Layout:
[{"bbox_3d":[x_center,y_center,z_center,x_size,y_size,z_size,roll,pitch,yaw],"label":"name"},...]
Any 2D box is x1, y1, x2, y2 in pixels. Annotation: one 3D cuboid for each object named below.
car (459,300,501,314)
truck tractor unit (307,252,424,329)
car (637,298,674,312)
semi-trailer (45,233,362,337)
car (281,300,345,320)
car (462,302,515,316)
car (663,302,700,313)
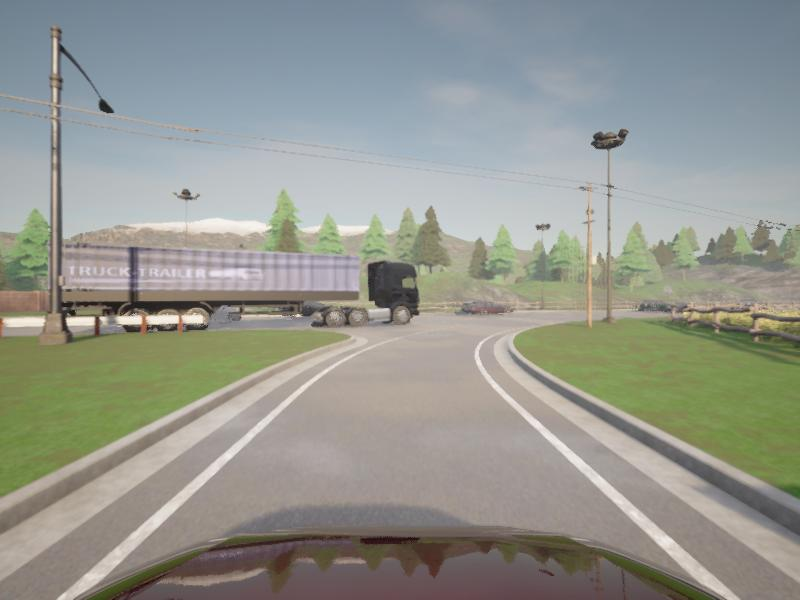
[{"bbox_3d":[9.193,0.816,45.979,4.514,1.525,2.007,0,0,-25],"label":"car"},{"bbox_3d":[-2.107,-0.528,24.739,6.516,4.208,3.053,-1,0,-27],"label":"truck tractor unit"},{"bbox_3d":[34.610,0.681,54.113,4.553,1.767,2.097,0,0,-25],"label":"car"},{"bbox_3d":[-9.214,-0.622,21.266,14.254,4.402,2.717,0,0,-26],"label":"semi-trailer"},{"bbox_3d":[-7.449,0.813,34.247,5.008,1.535,1.882,0,0,-25],"label":"car"},{"bbox_3d":[9.374,0.884,42.190,5.357,1.411,2.033,0,0,-25],"label":"car"},{"bbox_3d":[35.710,0.894,50.761,4.181,1.385,1.994,0,0,-25],"label":"car"}]
